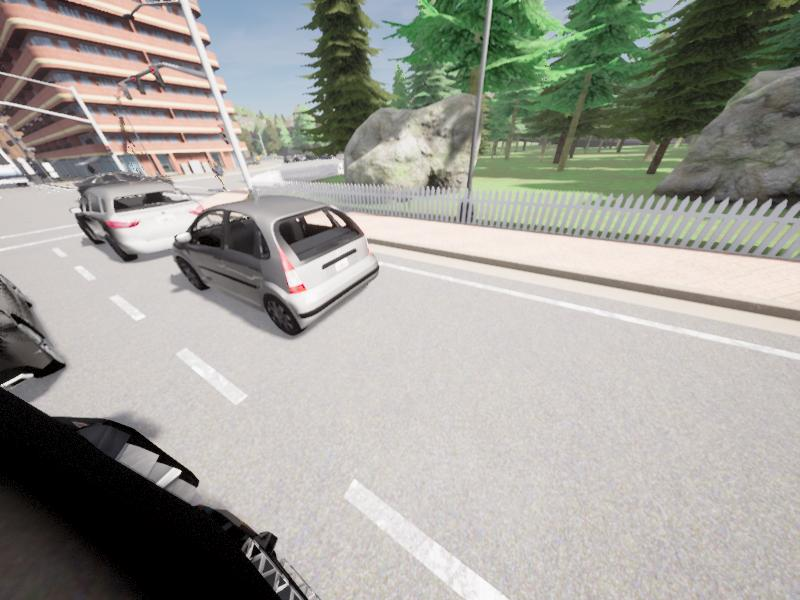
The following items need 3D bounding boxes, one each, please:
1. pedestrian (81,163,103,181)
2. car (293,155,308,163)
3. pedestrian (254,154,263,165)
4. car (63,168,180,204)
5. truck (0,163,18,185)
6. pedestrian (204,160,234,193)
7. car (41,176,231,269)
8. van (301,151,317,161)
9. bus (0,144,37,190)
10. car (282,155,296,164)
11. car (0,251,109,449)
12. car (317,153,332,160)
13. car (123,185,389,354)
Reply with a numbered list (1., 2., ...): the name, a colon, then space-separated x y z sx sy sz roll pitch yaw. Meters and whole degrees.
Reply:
1. pedestrian: -38.344 -15.940 28.794 0.751 1.860 0.751 14 37 23
2. car: -23.641 -33.617 54.913 1.970 1.475 3.806 -24 39 -28
3. pedestrian: -27.792 -27.475 45.247 0.751 1.860 0.751 -8 34 -7
4. car: -18.940 -8.088 16.116 4.892 1.490 1.837 -28 42 -32
5. truck: -60.302 -18.989 33.572 8.468 3.827 2.891 16 38 27
6. pedestrian: -12.076 -8.288 15.485 0.751 1.860 0.751 22 41 32
7. car: -7.776 -2.565 6.868 4.611 1.667 2.242 17 38 27
8. van: -23.143 -36.530 58.718 1.775 1.987 4.442 -29 42 -34
9. bus: -49.468 -15.871 27.690 10.273 4.253 3.944 16 38 27
10. car: -24.061 -30.502 50.111 1.789 1.549 3.705 -20 37 -24
11. car: -6.015 0.294 2.579 4.902 1.511 2.128 16 38 27
12. car: -19.644 -37.178 59.883 1.816 1.474 4.193 -29 42 -34
13. car: -2.423 -0.940 4.077 3.988 1.617 1.851 16 38 27
